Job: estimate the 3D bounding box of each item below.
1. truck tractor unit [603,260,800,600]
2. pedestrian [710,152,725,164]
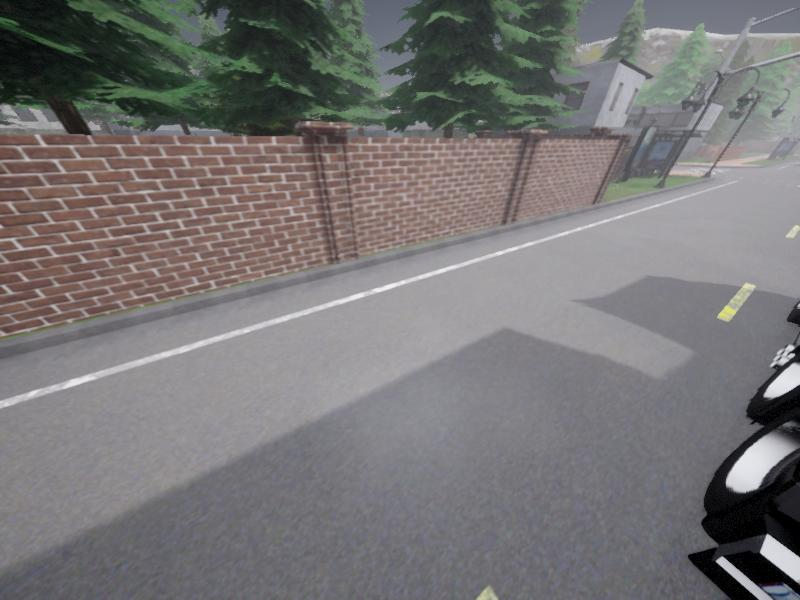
[{"bbox_3d":[5.100,-0.312,0.796,6.516,4.208,3.053,-19,39,-24],"label":"truck tractor unit"},{"bbox_3d":[35.072,-15.631,25.492,0.500,1.100,0.500,-23,41,-30],"label":"pedestrian"}]
